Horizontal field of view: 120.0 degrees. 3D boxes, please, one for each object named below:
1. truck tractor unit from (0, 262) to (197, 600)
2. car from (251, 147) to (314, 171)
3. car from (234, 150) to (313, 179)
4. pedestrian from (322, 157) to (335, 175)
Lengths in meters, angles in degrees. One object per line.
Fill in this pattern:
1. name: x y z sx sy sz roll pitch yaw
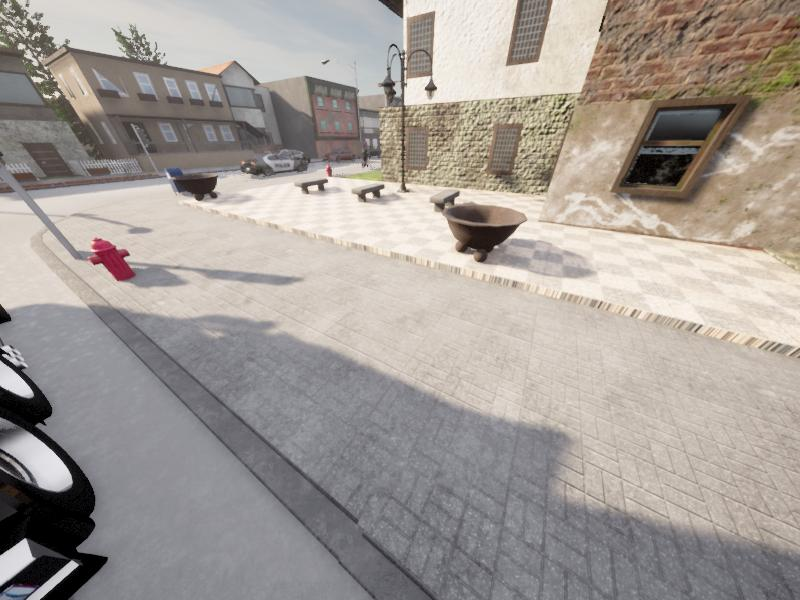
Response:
1. truck tractor unit: -5.109 -0.303 0.784 6.516 4.208 3.053 18 39 24
2. car: -11.223 -13.895 22.589 1.930 1.638 5.238 18 39 24
3. car: -9.661 -10.758 18.169 2.038 1.542 4.974 18 39 25
4. pedestrian: -5.199 -9.741 16.815 0.500 1.100 0.500 -24 41 -30
